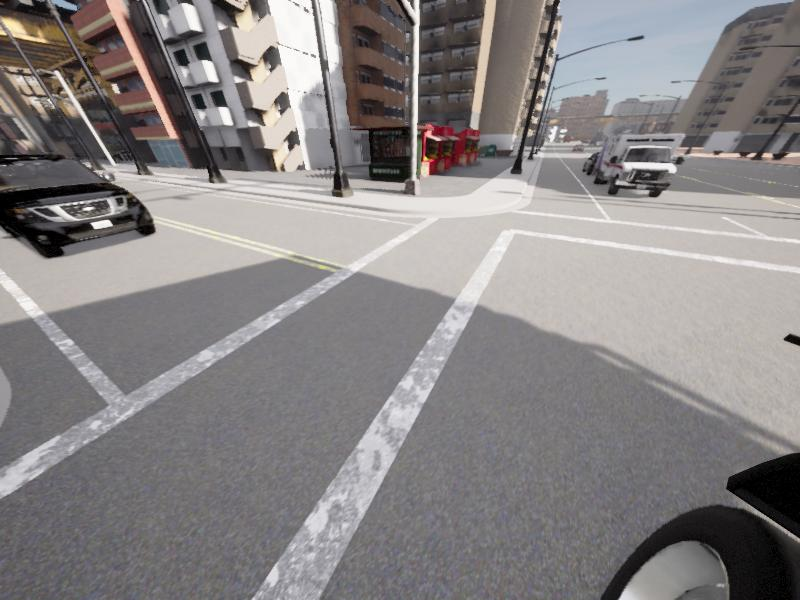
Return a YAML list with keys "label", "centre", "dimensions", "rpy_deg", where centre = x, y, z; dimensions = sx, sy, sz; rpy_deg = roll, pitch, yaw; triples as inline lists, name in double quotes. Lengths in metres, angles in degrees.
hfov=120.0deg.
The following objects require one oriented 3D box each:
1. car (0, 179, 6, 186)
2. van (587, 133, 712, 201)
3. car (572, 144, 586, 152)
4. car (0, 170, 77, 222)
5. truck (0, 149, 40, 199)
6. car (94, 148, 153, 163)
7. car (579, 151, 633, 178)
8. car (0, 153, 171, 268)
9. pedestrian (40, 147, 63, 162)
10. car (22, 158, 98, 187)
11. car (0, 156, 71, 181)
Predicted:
- label: "car"
  centre: [-29.559, -8.499, 15.528]
  dimensions: [4.792, 1.488, 2.163]
  rpy_deg: [17, 38, 23]
- label: "van"
  centre: [12.279, -7.227, 12.222]
  dimensions: [2.351, 2.431, 6.366]
  rpy_deg: [16, 38, 23]
- label: "car"
  centre: [46.781, -39.788, 60.474]
  dimensions: [2.242, 1.667, 4.611]
  rpy_deg: [16, 39, 23]
- label: "car"
  centre: [-16.130, -4.445, 9.583]
  dimensions: [4.718, 1.301, 1.895]
  rpy_deg: [16, 38, 23]
- label: "truck"
  centre: [-23.226, -6.889, 12.541]
  dimensions: [6.274, 2.098, 2.390]
  rpy_deg: [17, 38, 23]
- label: "car"
  centre: [-41.819, -22.063, 35.173]
  dimensions: [1.930, 1.638, 5.238]
  rpy_deg: [16, 38, 23]
- label: "car"
  centre: [15.916, -10.764, 18.209]
  dimensions: [2.128, 1.511, 4.902]
  rpy_deg: [16, 37, 23]
- label: "car"
  centre: [-9.669, -2.841, 6.485]
  dimensions: [5.566, 2.045, 2.150]
  rpy_deg: [16, 38, 23]
- label: "pedestrian"
  centre: [-51.598, -21.616, 34.229]
  dimensions: [0.751, 1.860, 0.751]
  rpy_deg: [-9, 36, -11]
- label: "car"
  centre: [-24.003, -9.103, 16.320]
  dimensions: [4.674, 1.442, 1.812]
  rpy_deg: [16, 38, 23]
- label: "car"
  centre: [-30.306, -10.977, 19.114]
  dimensions: [4.792, 1.488, 2.163]
  rpy_deg: [15, 38, 22]
